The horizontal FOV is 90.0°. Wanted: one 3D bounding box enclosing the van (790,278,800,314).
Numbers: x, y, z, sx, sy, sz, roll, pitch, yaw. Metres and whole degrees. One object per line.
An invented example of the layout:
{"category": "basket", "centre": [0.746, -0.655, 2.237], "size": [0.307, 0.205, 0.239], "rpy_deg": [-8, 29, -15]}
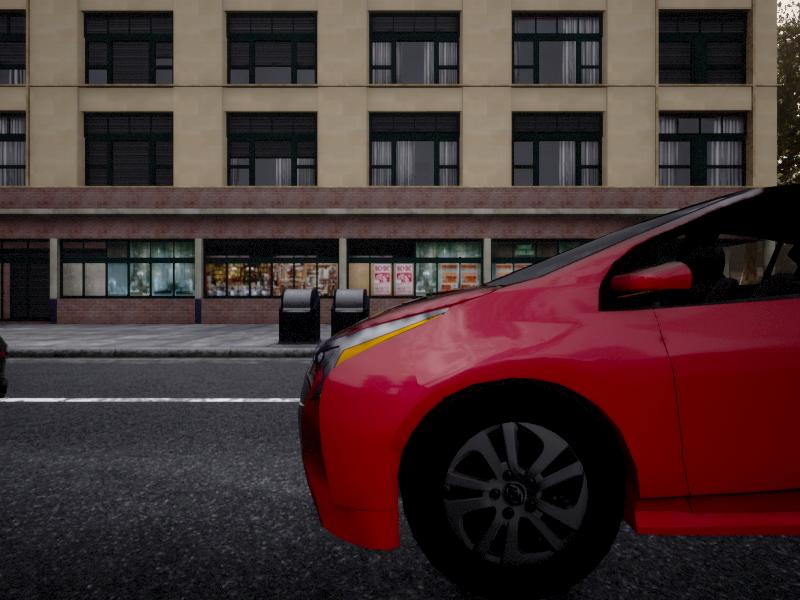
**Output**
{"category": "van", "centre": [29.906, -0.277, 26.636], "size": [1.988, 2.561, 5.915], "rpy_deg": [0, 0, -1]}

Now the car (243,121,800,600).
{"category": "car", "centre": [1.791, 0.228, 2.195], "size": [4.514, 1.525, 2.007], "rpy_deg": [0, 0, 0]}

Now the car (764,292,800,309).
{"category": "car", "centre": [42.433, 0.046, 43.539], "size": [3.866, 1.878, 1.905], "rpy_deg": [0, 0, -1]}

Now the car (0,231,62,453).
{"category": "car", "centre": [-4.935, 0.270, 2.172], "size": [4.674, 1.442, 1.812], "rpy_deg": [0, 0, 0]}
